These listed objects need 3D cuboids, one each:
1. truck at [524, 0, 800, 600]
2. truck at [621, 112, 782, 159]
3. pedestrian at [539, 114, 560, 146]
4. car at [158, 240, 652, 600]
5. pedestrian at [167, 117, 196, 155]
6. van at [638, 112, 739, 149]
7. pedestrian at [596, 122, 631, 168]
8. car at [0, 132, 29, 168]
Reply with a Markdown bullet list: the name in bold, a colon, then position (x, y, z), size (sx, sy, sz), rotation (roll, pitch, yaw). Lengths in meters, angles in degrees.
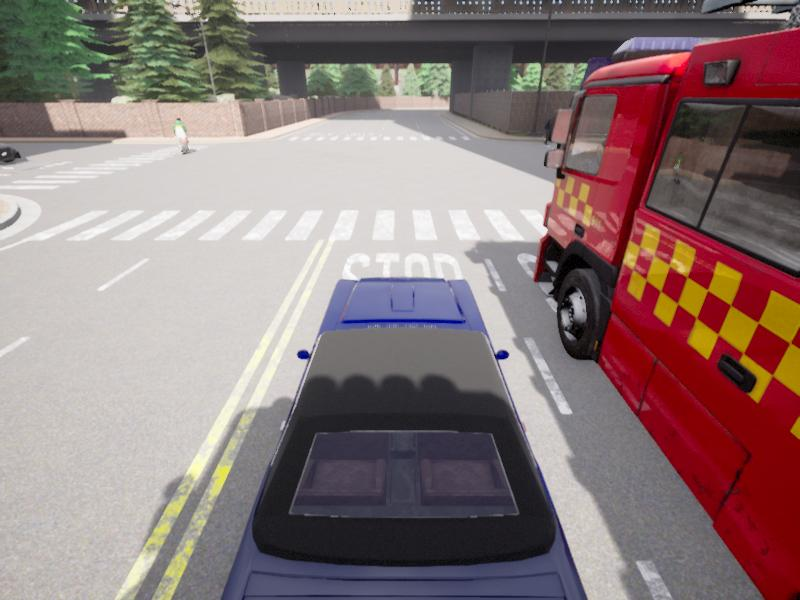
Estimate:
- **truck**: position (3.528, 0.162, 2.113), size (2.891, 3.827, 8.468), rotation (0, 27, 0)
- **truck**: position (15.844, -8.864, 21.437), size (6.274, 2.098, 2.390), rotation (0, 27, 0)
- **pedestrian**: position (9.546, -10.898, 25.611), size (0.751, 1.860, 0.751), rotation (0, 27, 0)
- **car**: position (0.026, 0.857, 3.526), size (1.895, 1.301, 4.718), rotation (0, 27, 0)
- **pedestrian**: position (-11.920, -8.979, 21.875), size (0.751, 1.860, 0.751), rotation (1, 27, 2)
- **van**: position (17.553, -10.411, 24.574), size (4.442, 1.987, 1.775), rotation (0, 27, 0)
- **pedestrian**: position (9.565, -6.978, 17.983), size (0.751, 1.860, 0.751), rotation (0, 27, 0)
- **car**: position (-20.351, -6.931, 18.482), size (4.181, 1.385, 1.994), rotation (-1, 27, -1)
